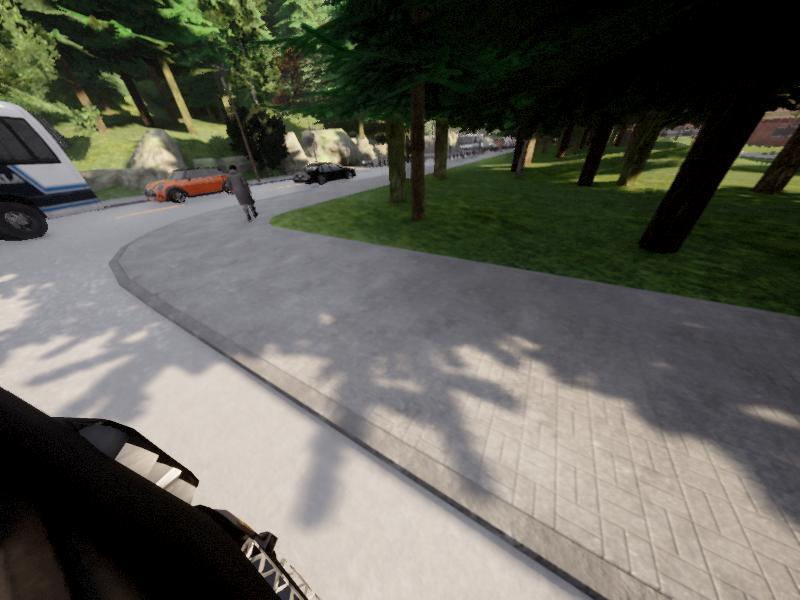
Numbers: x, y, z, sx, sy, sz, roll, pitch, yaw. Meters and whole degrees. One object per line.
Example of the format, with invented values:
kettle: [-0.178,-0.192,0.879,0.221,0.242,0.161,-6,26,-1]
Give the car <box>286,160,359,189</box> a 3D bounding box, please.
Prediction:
car: [-5.861,-10.024,18.241,2.033,1.411,5.357,16,38,26]

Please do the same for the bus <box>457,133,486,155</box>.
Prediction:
bus: [18.131,-39.451,58.411,3.944,4.253,10.273,16,38,26]

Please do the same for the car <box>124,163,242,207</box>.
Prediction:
car: [-12.900,-7.225,14.229,2.097,1.767,4.553,13,37,22]

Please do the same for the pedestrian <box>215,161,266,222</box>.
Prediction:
pedestrian: [-5.709,-3.920,8.395,0.751,1.860,0.751,-10,34,-11]

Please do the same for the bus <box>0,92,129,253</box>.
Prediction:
bus: [-14.291,-2.682,5.296,3.944,4.253,10.273,-6,33,-3]
